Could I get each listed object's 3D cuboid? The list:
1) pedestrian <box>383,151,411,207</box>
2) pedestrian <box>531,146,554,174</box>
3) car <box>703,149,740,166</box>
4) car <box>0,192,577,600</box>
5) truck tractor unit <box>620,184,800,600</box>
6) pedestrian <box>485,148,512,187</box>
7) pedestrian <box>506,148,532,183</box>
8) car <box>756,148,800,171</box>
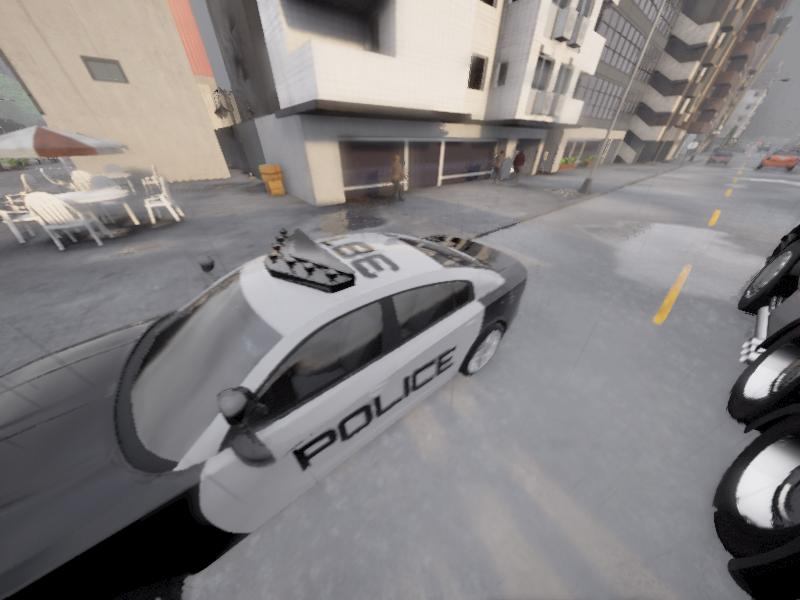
[{"bbox_3d":[-0.110,-4.871,9.315,0.751,1.860,0.751,-28,43,-34],"label":"pedestrian"},{"bbox_3d":[11.643,-11.442,18.900,0.751,1.860,0.751,-14,37,-20],"label":"pedestrian"},{"bbox_3d":[37.797,-16.748,27.163,3.633,1.501,1.845,-24,41,-31],"label":"car"},{"bbox_3d":[-0.829,0.315,2.143,5.238,1.638,1.930,-24,41,-31],"label":"car"},{"bbox_3d":[4.966,-0.424,0.963,6.516,4.208,3.053,-24,41,-30],"label":"truck tractor unit"},{"bbox_3d":[5.642,-7.595,13.290,0.751,1.860,0.751,-27,43,-34],"label":"pedestrian"},{"bbox_3d":[7.547,-8.560,14.699,0.751,1.860,0.751,-27,43,-34],"label":"pedestrian"},{"bbox_3d":[38.199,-14.150,23.168,4.553,1.767,2.097,-24,41,-31],"label":"car"}]
